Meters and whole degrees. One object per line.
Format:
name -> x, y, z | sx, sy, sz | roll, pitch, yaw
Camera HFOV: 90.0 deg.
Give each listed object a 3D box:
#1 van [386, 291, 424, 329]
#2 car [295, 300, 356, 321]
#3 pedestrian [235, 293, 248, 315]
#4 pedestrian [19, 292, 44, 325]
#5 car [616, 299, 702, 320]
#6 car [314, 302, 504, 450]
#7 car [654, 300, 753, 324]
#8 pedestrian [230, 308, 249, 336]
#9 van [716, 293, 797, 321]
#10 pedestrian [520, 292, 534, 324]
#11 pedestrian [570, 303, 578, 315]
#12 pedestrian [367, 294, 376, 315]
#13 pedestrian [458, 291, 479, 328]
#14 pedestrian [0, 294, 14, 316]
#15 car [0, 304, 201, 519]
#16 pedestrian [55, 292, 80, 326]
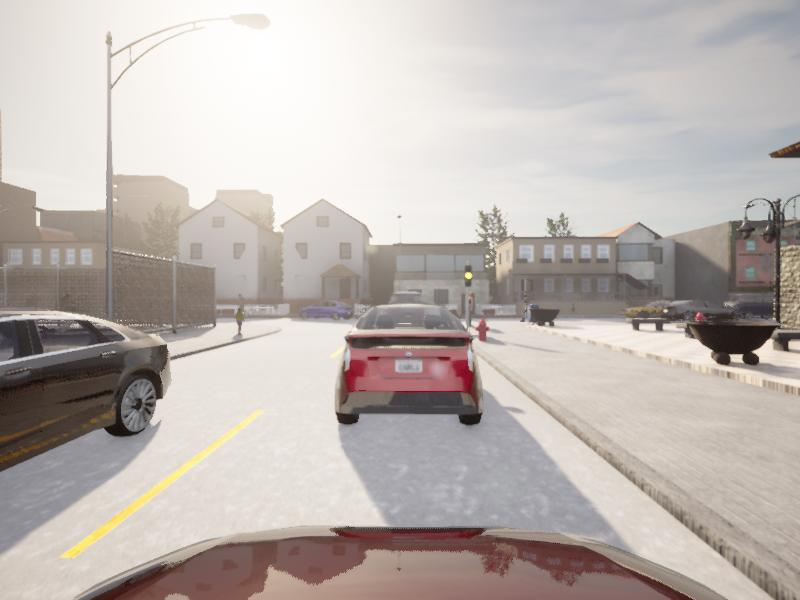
van -> 0.187, 0.525, 23.223 | 1.775, 1.987, 4.442 | 0, 0, -6
car -> -5.615, 0.762, 30.020 | 4.193, 1.474, 1.816 | 0, 0, 24
pedestrian -> -13.151, 0.330, 33.160 | 0.751, 1.860, 0.751 | 0, 0, 7
pedestrian -> -21.123, 0.467, 22.944 | 0.751, 1.860, 0.751 | 0, 0, 8
car -> 19.519, 0.703, 30.289 | 5.366, 1.575, 1.801 | 0, 0, 0
car -> 0.137, 0.808, 6.488 | 2.007, 1.525, 4.514 | 0, 0, 1
car -> 19.746, 0.766, 26.190 | 4.792, 1.488, 2.163 | 0, 0, 1
pedestrian -> -6.499, 0.865, 16.212 | 0.500, 1.100, 0.500 | 0, 0, 29
van -> 26.668, 0.500, 30.052 | 4.442, 1.987, 1.775 | 0, 0, 1
pedestrian -> 7.469, 0.450, 23.537 | 0.751, 1.860, 0.751 | 0, 0, 14
pedestrian -> 15.663, 0.798, 35.979 | 0.500, 1.100, 0.500 | 0, 0, 2
pedestrian -> -2.613, 0.419, 36.668 | 0.751, 1.860, 0.751 | 0, 0, 1
pedestrian -> 3.531, 0.455, 20.555 | 0.751, 1.860, 0.751 | 0, 0, -26
pedestrian -> -33.982, 0.432, 34.507 | 0.751, 1.860, 0.751 | 0, 0, 18
car -> -3.953, 0.826, 3.276 | 2.128, 1.511, 4.902 | 0, 0, 1
pedestrian -> -18.358, 0.469, 22.124 | 0.751, 1.860, 0.751 | 0, 0, -1
